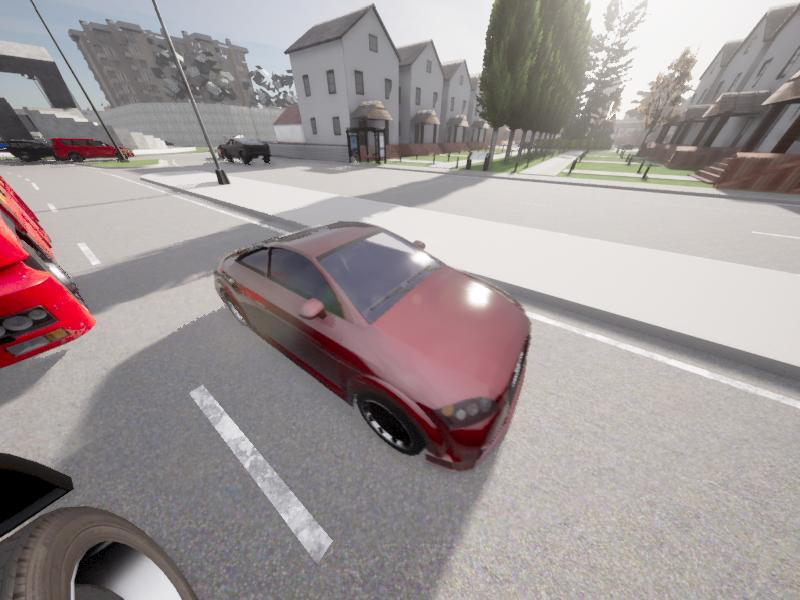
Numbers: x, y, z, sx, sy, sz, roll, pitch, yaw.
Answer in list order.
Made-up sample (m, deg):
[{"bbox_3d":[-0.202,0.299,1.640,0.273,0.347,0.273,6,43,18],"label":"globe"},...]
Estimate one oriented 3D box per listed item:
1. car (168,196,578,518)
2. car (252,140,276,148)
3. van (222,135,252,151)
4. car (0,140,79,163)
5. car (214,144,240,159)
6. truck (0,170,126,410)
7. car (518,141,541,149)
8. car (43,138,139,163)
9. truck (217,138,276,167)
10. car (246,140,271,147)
[{"bbox_3d":[-0.571,-0.145,2.928,4.181,1.385,1.994,22,41,28],"label":"car"},{"bbox_3d":[-35.355,-40.738,60.185,2.038,1.542,4.974,24,42,30],"label":"car"},{"bbox_3d":[-31.351,-30.377,44.726,2.351,2.431,6.366,-6,36,-9],"label":"van"},{"bbox_3d":[-37.311,-15.474,24.000,3.866,1.878,1.905,-22,41,-28],"label":"car"},{"bbox_3d":[-22.166,-19.054,29.540,1.816,1.474,4.193,-24,42,-30],"label":"car"},{"bbox_3d":[-7.797,-1.622,2.855,8.468,3.827,2.891,22,41,28],"label":"truck"},{"bbox_3d":[31.926,-38.434,57.245,2.033,1.649,4.856,-9,36,-13],"label":"car"},{"bbox_3d":[-31.902,-15.683,24.185,2.150,2.045,5.566,28,43,33],"label":"car"},{"bbox_3d":[-15.504,-14.963,23.237,6.274,2.098,2.390,26,43,32],"label":"truck"},{"bbox_3d":[-37.967,-42.052,62.034,2.038,1.542,4.974,24,41,30],"label":"car"}]
